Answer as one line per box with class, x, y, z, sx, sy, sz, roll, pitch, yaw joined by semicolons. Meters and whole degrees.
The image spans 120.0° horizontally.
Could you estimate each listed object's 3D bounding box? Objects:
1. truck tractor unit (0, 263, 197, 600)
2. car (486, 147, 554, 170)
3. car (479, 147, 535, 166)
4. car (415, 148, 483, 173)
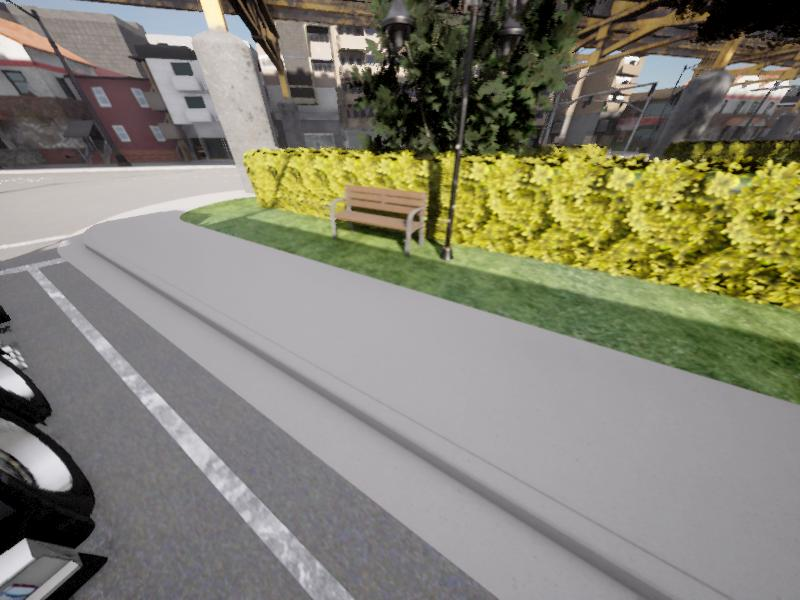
truck tractor unit;-5.111;-0.299;0.787;6.516;4.208;3.053;18;39;24
car;10.957;-13.080;21.285;5.027;1.651;2.152;-9;36;-12
car;11.171;-15.139;24.363;4.792;1.488;2.163;-9;36;-12
car;4.151;-12.062;19.863;5.238;1.638;1.930;-9;36;-12
